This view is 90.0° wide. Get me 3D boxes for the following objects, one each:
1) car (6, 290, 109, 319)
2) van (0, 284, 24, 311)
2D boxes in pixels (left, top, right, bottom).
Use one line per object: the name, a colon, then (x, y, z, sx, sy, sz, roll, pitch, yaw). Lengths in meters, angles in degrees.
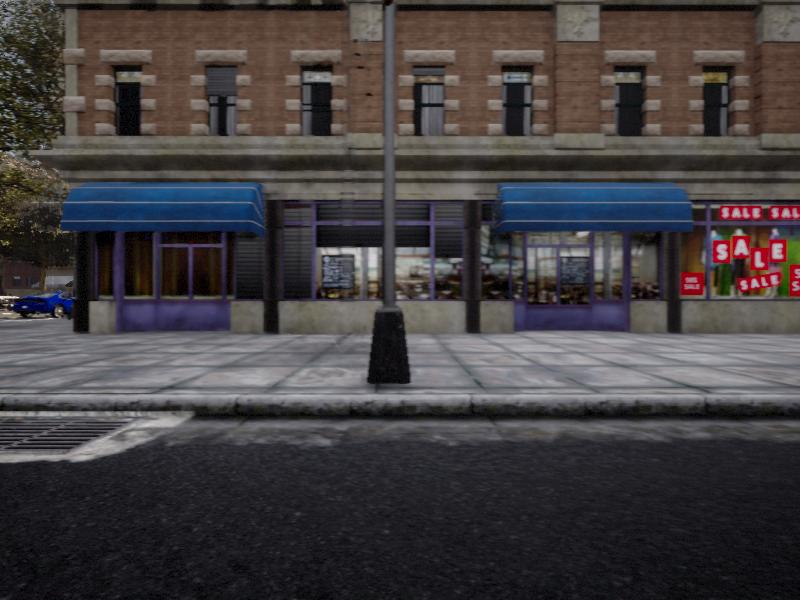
car: (-20.007, 0.231, 23.758, 1.882, 1.535, 5.008, 0, 0, -1)
van: (-38.735, -0.207, 36.676, 6.366, 2.431, 2.351, 0, 0, 0)
